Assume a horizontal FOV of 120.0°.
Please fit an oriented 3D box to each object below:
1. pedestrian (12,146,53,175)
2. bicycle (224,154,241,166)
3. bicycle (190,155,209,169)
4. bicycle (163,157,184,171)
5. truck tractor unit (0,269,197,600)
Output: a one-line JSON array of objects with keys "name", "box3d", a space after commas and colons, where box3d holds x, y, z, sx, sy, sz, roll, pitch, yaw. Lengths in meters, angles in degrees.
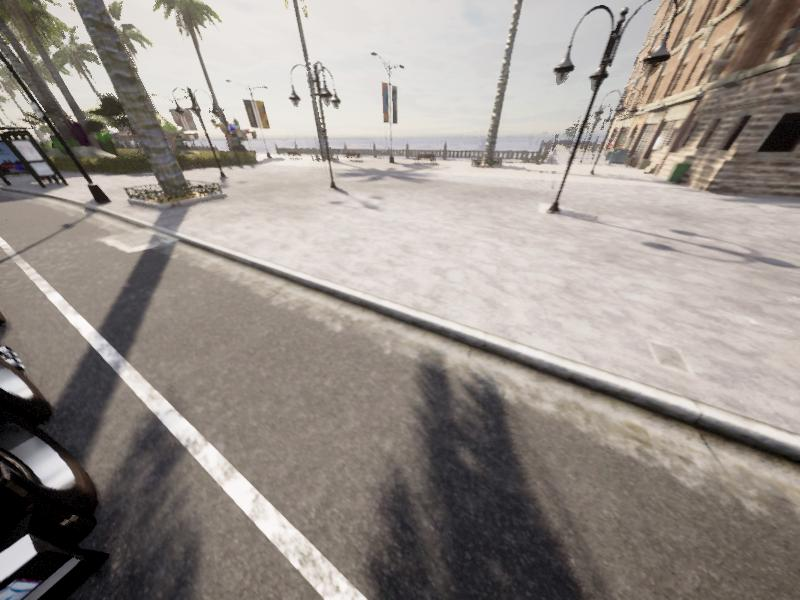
[{"name": "pedestrian", "box3d": [-28.110, -10.705, 17.704, 0.751, 1.860, 0.751, 16, 38, 22]}, {"name": "bicycle", "box3d": [-16.886, -14.125, 23.281, 1.643, 1.024, 0.373, 17, 39, 24]}, {"name": "bicycle", "box3d": [-18.343, -12.606, 21.119, 1.643, 1.024, 0.373, 17, 39, 24]}, {"name": "bicycle", "box3d": [-19.314, -11.593, 19.677, 1.643, 1.024, 0.373, 17, 39, 24]}, {"name": "truck tractor unit", "box3d": [-5.122, -0.289, 0.773, 6.516, 4.208, 3.053, 18, 39, 24]}]
